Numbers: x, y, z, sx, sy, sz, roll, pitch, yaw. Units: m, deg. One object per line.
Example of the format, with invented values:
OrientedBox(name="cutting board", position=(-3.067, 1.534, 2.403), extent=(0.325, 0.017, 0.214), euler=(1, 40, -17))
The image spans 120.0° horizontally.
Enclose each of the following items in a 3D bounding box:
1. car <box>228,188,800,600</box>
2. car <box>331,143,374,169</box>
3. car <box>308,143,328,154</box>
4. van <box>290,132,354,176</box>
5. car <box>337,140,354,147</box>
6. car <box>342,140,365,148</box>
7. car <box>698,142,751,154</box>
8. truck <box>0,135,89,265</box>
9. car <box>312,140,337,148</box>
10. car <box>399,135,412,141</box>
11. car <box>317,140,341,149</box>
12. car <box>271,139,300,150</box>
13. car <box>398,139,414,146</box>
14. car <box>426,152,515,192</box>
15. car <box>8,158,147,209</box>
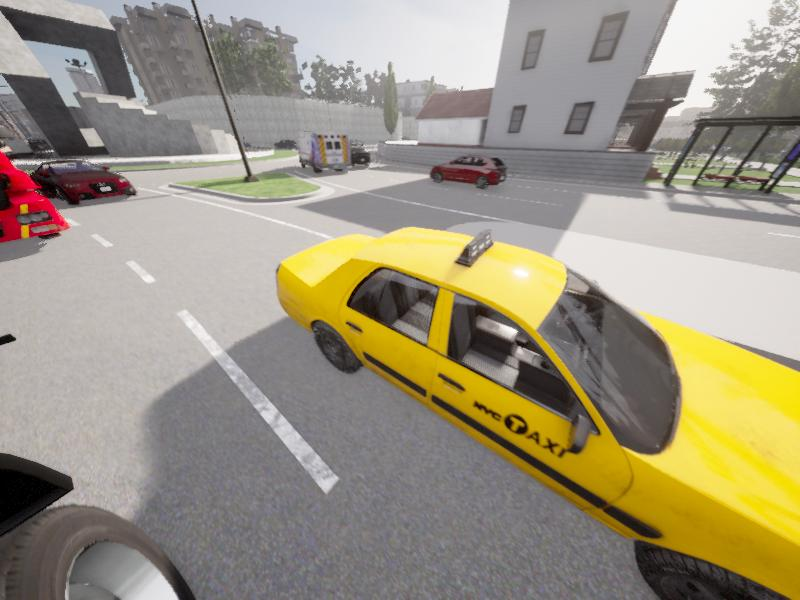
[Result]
OrientedBox(name="car", position=(0.872, 0.228, 2.196), extent=(5.366, 1.575, 1.801), euler=(23, 41, 29))
OrientedBox(name="car", position=(-4.444, -13.308, 21.200), extent=(1.930, 1.638, 5.238), euler=(-19, 40, -24))
OrientedBox(name="car", position=(-13.172, -24.287, 36.922), extent=(1.895, 1.301, 4.718), euler=(-18, 39, -24))
OrientedBox(name="van", position=(-6.126, -11.374, 17.780), extent=(2.351, 2.431, 6.366), euler=(-22, 41, -28))
OrientedBox(name="car", position=(-13.319, -38.287, 56.466), extent=(1.845, 1.501, 3.633), euler=(25, 42, 31))
OrientedBox(name="car", position=(-10.909, -36.781, 54.359), extent=(2.038, 1.542, 4.974), euler=(25, 42, 31))
OrientedBox(name="car", position=(56.093, -26.413, 40.166), extent=(4.974, 1.542, 2.038), euler=(26, 43, 32))
OrientedBox(name="truck", position=(-12.205, -3.368, 5.234), extent=(8.468, 3.827, 2.891), euler=(17, 39, 22))
OrientedBox(name="car", position=(-17.217, -35.597, 52.642), extent=(2.038, 1.542, 4.974), euler=(26, 43, 31))
OrientedBox(name="car", position=(2.152, -64.451, 91.844), extent=(4.674, 1.442, 1.812), euler=(31, 45, 27))
OrientedBox(name="car", position=(-15.354, -33.736, 50.106), extent=(1.812, 1.442, 4.674), euler=(27, 43, 32))
OrientedBox(name="car", position=(-22.773, -30.983, 46.011), extent=(4.856, 1.649, 2.033), euler=(13, 37, 17))
OrientedBox(name="car", position=(1.681, -45.794, 67.092), extent=(1.801, 1.575, 5.366), euler=(25, 42, 31))
OrientedBox(name="car", position=(3.726, -7.224, 12.821), extent=(4.193, 1.474, 1.816), euler=(28, 44, 33))
OrientedBox(name="car", position=(-13.385, -5.016, 9.674), extent=(4.181, 1.385, 1.994), euler=(15, 38, 20))
